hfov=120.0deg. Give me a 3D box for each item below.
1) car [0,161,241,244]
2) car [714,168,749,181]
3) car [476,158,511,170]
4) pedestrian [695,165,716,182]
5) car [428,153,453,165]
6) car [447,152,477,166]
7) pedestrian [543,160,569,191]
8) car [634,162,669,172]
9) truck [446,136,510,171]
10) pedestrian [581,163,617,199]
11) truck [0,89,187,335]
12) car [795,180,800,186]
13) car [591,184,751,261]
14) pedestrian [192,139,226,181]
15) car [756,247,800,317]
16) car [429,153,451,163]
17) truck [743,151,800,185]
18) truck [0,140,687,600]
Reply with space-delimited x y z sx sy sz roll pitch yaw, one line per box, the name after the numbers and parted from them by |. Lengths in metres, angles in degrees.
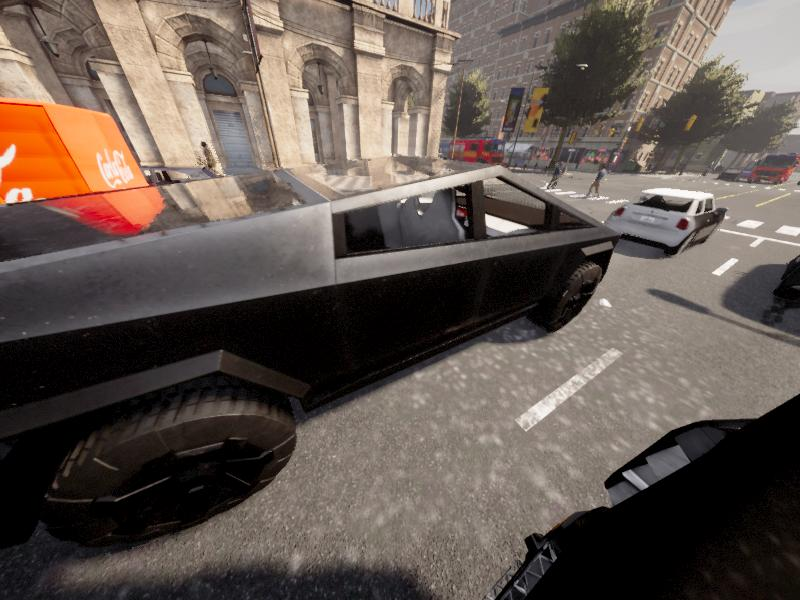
-6.688 -2.796 6.259 3.633 1.501 1.845 -16 38 -26 | car
51.939 -19.699 36.203 5.238 1.638 1.930 -17 38 -27 | car
13.990 -20.572 34.867 1.895 1.301 4.718 -16 38 -26 | car
40.058 -16.550 30.289 0.751 1.860 0.751 -15 38 -25 | pedestrian
6.833 -23.895 39.151 1.970 1.475 3.806 -16 38 -26 | car
10.542 -24.217 39.639 2.097 1.767 4.553 -16 38 -26 | car
11.001 -8.767 16.294 0.751 1.860 0.751 30 42 34 | pedestrian
58.599 -31.054 53.931 2.038 1.542 4.974 -15 38 -25 | car
10.715 -21.060 33.058 2.891 3.827 8.468 -16 38 -26 | truck
12.142 -7.306 14.181 0.751 1.860 0.751 -11 36 -20 | pedestrian
-6.562 -0.982 2.685 5.204 2.467 2.627 -16 38 -26 | truck
60.437 -17.249 33.423 4.181 1.385 1.994 -9 35 -17 | car
8.303 -2.580 7.153 3.806 1.475 1.970 -16 38 -26 | car
-10.163 -7.439 12.363 0.751 1.860 0.751 -12 36 -21 | pedestrian
9.314 -0.694 4.245 4.856 1.649 2.033 -15 38 -27 | car
7.573 -27.031 43.933 1.970 1.475 3.806 -16 38 -26 | car
54.912 -19.209 33.722 8.468 3.827 2.891 -16 38 -26 | truck
-0.070 -0.427 2.693 6.274 2.098 2.390 -16 38 -26 | truck
